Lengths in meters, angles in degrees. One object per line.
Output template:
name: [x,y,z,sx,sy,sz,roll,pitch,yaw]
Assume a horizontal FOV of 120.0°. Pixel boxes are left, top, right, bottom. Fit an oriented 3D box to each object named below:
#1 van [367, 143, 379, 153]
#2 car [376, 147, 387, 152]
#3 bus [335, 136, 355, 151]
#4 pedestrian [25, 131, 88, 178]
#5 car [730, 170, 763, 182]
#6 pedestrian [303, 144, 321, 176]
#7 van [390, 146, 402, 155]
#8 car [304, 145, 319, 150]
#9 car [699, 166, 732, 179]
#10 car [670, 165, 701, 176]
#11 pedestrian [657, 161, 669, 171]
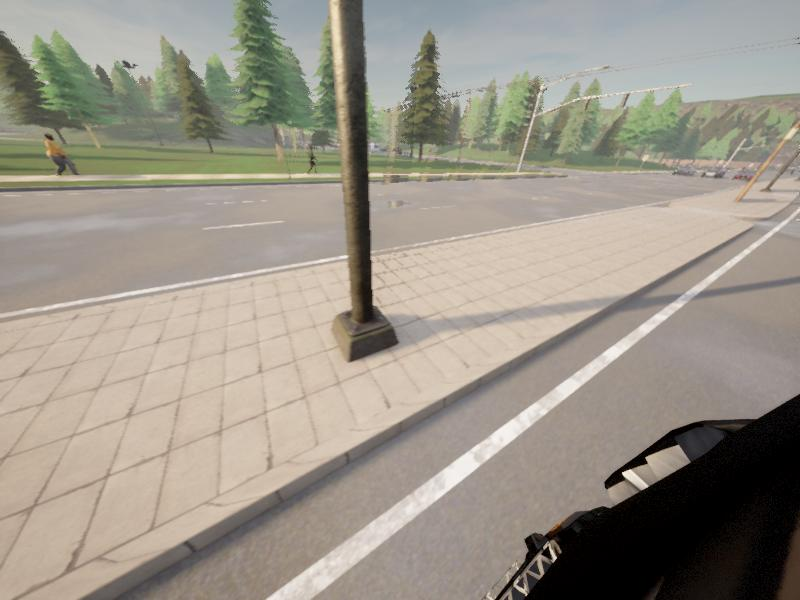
van: [-9.386,-52.298,79.368,1.988,2.561,5.915,-16,38,-25]
car: [-7.042,-57.381,88.028,1.930,1.638,5.238,-16,38,-25]
bus: [-21.583,-61.355,90.498,3.944,4.253,10.273,-16,38,-25]
pedestrian: [-16.363,-6.939,11.084,0.751,1.860,0.751,-15,38,-25]
car: [53.239,-19.095,35.504,4.181,1.385,1.994,-17,38,-26]
pedestrian: [-6.162,-9.815,16.195,0.751,1.860,0.751,-15,38,-25]
van: [-1.343,-47.813,73.758,2.069,2.038,4.480,-16,38,-25]
car: [-27.324,-47.253,71.552,1.895,1.301,4.718,10,34,10]
car: [52.482,-21.255,38.454,4.856,1.649,2.033,-16,38,-27]
car: [50.265,-22.804,40.695,4.974,1.542,2.038,-16,38,-26]
pedestrian: [54.203,-27.601,47.563,0.751,1.860,0.751,-16,38,-26]
